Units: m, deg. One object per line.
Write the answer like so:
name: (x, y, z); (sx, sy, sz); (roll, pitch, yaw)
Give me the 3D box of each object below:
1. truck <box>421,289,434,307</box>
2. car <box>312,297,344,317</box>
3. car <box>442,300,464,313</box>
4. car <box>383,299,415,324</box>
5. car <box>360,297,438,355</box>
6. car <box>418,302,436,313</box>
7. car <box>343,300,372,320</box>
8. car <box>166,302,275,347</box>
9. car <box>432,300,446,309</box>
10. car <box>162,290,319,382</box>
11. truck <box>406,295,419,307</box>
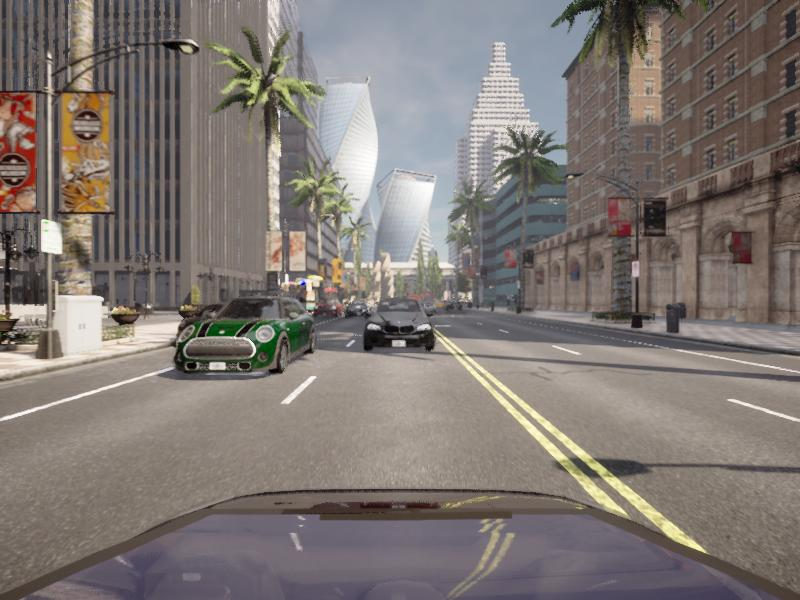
truck: (6.215, -0.445, 91.983); (2.891, 3.827, 8.468); (0, 0, 3)
car: (-6.703, 0.648, 37.671); (2.185, 1.767, 4.553); (0, 0, -1)
car: (6.722, 0.770, 51.050); (2.128, 1.511, 4.902); (0, 0, -1)
car: (-0.059, 0.740, 28.283); (2.033, 1.649, 4.856); (0, 0, 0)
car: (-0.034, 0.737, 13.800); (2.242, 1.667, 4.611); (0, 0, 0)
car: (3.243, 0.879, 48.734); (1.895, 1.301, 4.718); (0, 0, -1)
car: (-3.581, 0.777, 34.518); (2.038, 1.542, 4.974); (0, 0, 0)
car: (-6.726, 0.832, 15.709); (2.163, 1.488, 4.792); (0, 0, -1)
car: (6.510, 0.713, 67.378); (1.801, 1.575, 5.366); (0, 0, -1)
car: (-3.524, 0.681, 9.956); (2.097, 1.767, 4.553); (0, 0, 0)
truck: (2.740, 0.240, 88.114); (2.627, 2.467, 5.204); (0, 0, -1)
